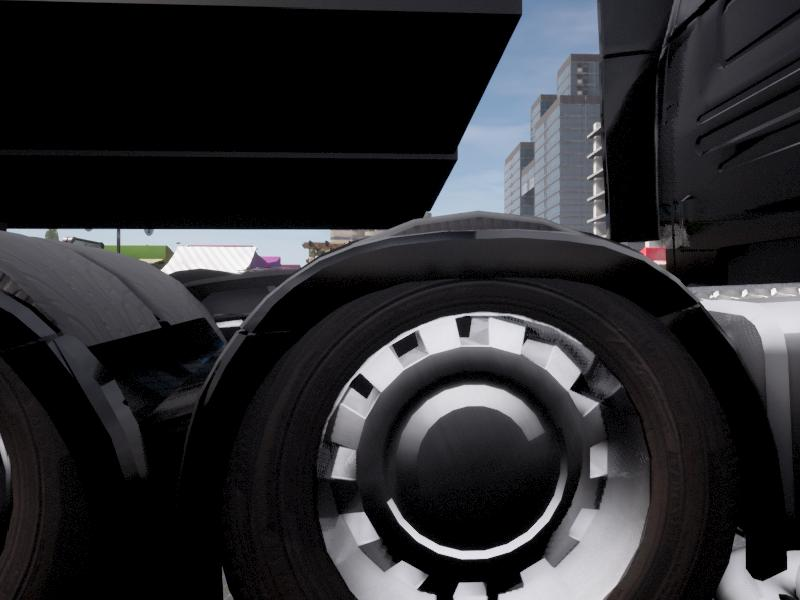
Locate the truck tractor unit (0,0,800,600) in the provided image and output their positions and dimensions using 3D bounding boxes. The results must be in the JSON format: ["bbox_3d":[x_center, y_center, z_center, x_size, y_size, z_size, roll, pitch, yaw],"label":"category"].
[{"bbox_3d":[1.105,-1.116,2.105,6.516,4.208,3.053,0,0,-3],"label":"truck tractor unit"}]

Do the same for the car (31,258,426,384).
[{"bbox_3d":[-2.180,0.251,6.200,4.792,1.488,2.163,0,0,-10],"label":"car"}]

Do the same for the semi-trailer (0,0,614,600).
[{"bbox_3d":[-6.800,-1.218,1.762,14.254,4.402,2.717,0,0,-2],"label":"semi-trailer"}]
